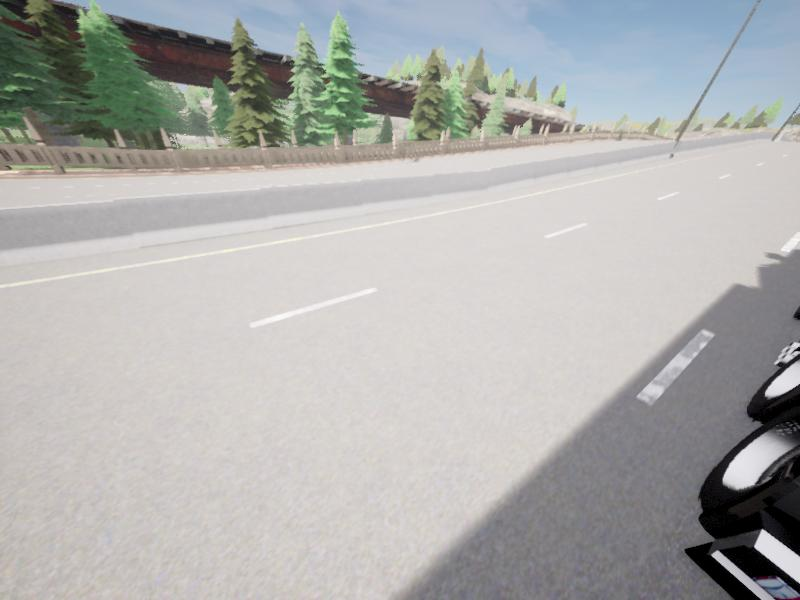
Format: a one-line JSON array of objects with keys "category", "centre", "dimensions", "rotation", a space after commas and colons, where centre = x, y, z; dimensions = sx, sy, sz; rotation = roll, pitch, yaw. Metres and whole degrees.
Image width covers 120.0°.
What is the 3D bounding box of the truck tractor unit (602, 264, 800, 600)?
[{"category": "truck tractor unit", "centre": [5.098, -0.320, 0.754], "dimensions": [6.516, 4.208, 3.053], "rotation": [-19, 39, -23]}]
